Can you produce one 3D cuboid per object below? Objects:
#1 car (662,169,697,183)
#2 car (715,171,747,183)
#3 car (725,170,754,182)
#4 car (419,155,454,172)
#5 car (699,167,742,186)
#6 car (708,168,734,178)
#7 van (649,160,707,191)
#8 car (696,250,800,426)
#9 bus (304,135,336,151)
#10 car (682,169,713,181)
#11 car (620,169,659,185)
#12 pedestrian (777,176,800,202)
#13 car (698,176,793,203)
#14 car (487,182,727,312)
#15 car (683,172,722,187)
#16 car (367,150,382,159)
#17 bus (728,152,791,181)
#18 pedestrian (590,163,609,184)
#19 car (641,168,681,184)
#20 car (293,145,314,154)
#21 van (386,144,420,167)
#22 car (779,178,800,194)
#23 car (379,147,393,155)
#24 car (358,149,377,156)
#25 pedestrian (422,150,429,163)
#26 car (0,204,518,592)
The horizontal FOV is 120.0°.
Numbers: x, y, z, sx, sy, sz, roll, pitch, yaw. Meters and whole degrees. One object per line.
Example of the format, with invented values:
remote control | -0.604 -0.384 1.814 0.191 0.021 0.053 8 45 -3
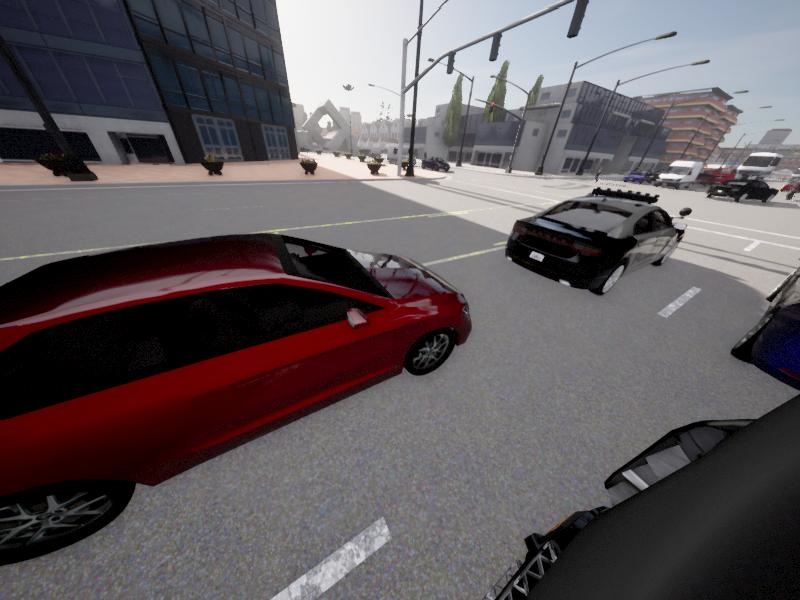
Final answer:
car | 42.220 -18.793 34.885 5.008 1.535 1.882 -16 38 -26
car | 53.025 -19.705 37.014 4.674 1.442 1.812 -17 38 -26
car | 58.537 -21.387 39.775 4.193 1.474 1.816 -17 38 -26
car | 4.326 -16.611 28.132 1.816 1.474 4.193 -15 38 -26
car | 46.727 -18.064 33.648 5.566 2.045 2.150 -16 38 -26
car | 63.337 -25.092 45.562 5.008 1.535 1.882 -16 38 -26
van | 29.814 -13.389 24.734 5.915 2.561 1.988 -17 38 -28
car | 6.342 0.234 2.774 4.792 1.488 2.163 -16 38 -26
bus | -29.981 -59.127 87.162 10.273 4.253 3.944 -15 38 -26
car | 50.117 -21.115 38.903 4.892 1.490 1.837 -16 38 -26
car | 29.234 -15.074 28.205 4.193 1.474 1.816 -16 38 -27
pedestrian | 33.527 -9.369 19.545 0.751 1.860 0.751 28 40 32
car | 27.080 -8.670 18.199 5.008 1.535 1.882 -4 34 -11
car | 4.753 -1.609 5.287 5.238 1.638 1.930 -16 38 -26
car | 39.040 -15.549 29.849 4.674 1.442 1.812 -15 38 -26
car | -5.574 -31.661 50.227 2.033 1.411 5.357 -8 35 -17
bus | 67.753 -25.154 43.552 10.273 4.253 3.944 -16 38 -26
pedestrian | 21.394 -13.568 24.786 0.751 1.860 0.751 15 35 16
car | 35.561 -16.913 31.440 5.238 1.638 1.930 -16 38 -26
car | -21.553 -33.713 51.644 3.633 1.501 1.845 14 34 15
van | 0.288 -21.114 33.640 1.988 2.561 5.915 -15 38 -26
car | 48.889 -13.929 28.217 4.181 1.385 1.994 -16 38 -26
car | -5.522 -57.988 89.897 5.566 2.045 2.150 0 33 -5
car | -8.649 -39.410 61.669 1.837 1.490 4.892 28 40 32
pedestrian | 4.626 -25.864 41.643 0.751 1.860 0.751 -10 35 -20
car | -1.188 0.152 2.294 4.193 1.474 1.816 -16 38 -26
